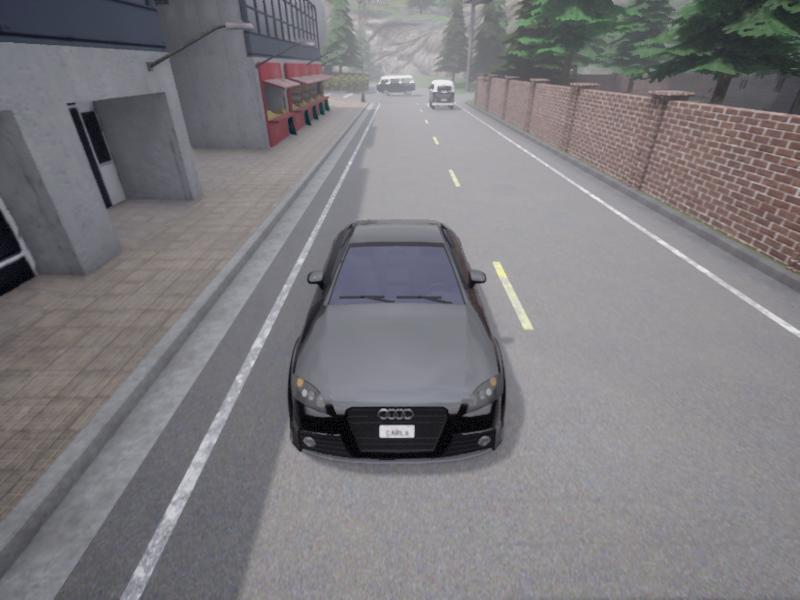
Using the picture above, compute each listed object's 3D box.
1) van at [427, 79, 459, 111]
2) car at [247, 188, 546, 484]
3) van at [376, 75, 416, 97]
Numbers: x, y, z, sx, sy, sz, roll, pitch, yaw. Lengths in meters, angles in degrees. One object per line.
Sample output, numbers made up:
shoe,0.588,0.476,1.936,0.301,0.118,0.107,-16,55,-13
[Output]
van,3.401,-16.841,32.762,2.069,2.038,4.480,0,30,0
car,-0.037,-0.107,4.827,1.994,1.385,4.181,0,30,0
van,-0.459,-24.468,45.734,4.480,2.038,2.069,-2,30,-1
